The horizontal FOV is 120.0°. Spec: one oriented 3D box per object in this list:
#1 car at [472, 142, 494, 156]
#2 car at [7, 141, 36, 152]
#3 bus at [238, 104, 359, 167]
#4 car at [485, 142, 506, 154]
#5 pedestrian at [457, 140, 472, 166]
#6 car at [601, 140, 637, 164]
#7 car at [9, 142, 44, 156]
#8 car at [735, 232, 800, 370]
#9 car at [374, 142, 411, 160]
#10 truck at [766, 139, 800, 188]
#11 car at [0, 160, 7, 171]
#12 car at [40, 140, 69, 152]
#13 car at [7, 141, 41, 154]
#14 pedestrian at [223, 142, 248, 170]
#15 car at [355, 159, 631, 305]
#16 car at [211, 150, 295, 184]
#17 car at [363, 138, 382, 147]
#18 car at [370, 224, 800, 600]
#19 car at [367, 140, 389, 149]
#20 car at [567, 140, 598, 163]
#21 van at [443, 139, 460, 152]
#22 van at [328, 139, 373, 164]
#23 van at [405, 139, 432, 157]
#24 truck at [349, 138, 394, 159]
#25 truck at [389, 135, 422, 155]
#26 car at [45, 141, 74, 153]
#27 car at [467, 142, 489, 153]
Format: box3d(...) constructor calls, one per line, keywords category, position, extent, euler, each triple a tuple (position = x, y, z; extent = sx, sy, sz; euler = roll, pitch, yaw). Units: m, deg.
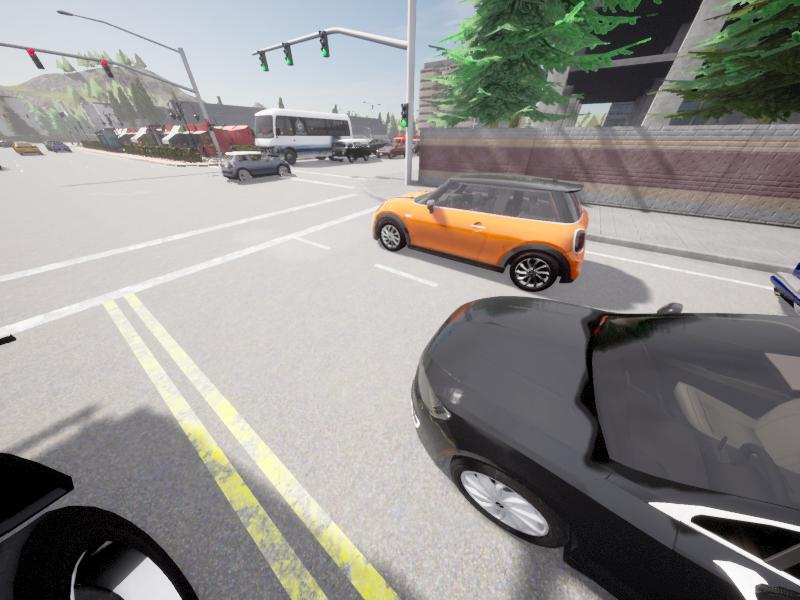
box3d(category="car", position=(12.944, -23.498, 35.873), extent=(1.851, 1.617, 3.988), euler=(22, 40, 28))
box3d(category="car", position=(-63.716, -25.849, 38.834), extent=(5.008, 1.535, 1.882), euler=(22, 41, 28))
box3d(category="bus", position=(-9.333, -16.574, 23.593), extent=(3.944, 4.253, 10.273), euler=(22, 41, 28))
box3d(category="car", position=(16.788, -26.671, 40.467), extent=(1.882, 1.535, 5.008), euler=(22, 41, 28))
box3d(category="pedestrian", position=(5.503, -12.594, 19.816), extent=(0.751, 1.860, 0.751), euler=(20, 40, 26))
box3d(category="car", position=(22.118, -15.101, 23.539), extent=(1.905, 1.878, 3.866), euler=(22, 41, 28))
box3d(category="car", position=(-52.588, -21.354, 32.530), extent=(5.008, 1.535, 1.882), euler=(22, 40, 27))
box3d(category="car", position=(7.250, 0.641, 1.931), extent=(4.718, 1.301, 1.895), euler=(22, 41, 28))
box3d(category="car", position=(-0.867, -19.117, 29.545), extent=(2.152, 1.651, 5.027), euler=(22, 40, 28))
box3d(category="truck", position=(22.655, -6.918, 11.473), extent=(2.615, 2.467, 5.204), euler=(22, 41, 28))
box3d(category="car", position=(-33.607, -11.124, 18.188), extent=(4.792, 1.488, 2.163), euler=(22, 41, 28))
box3d(category="car", position=(-61.058, -27.266, 40.786), extent=(4.856, 1.649, 2.033), euler=(22, 41, 28))
box3d(category="car", position=(-58.110, -23.554, 35.665), extent=(4.792, 1.488, 2.163), euler=(22, 41, 28))
box3d(category="pedestrian", position=(-12.959, -11.375, 18.233), extent=(0.751, 1.860, 0.751), euler=(14, 38, 19))
box3d(category="car", position=(1.515, -1.895, 5.059), extent=(4.553, 1.767, 2.097), euler=(22, 41, 28))
box3d(category="car", position=(-9.144, -8.574, 14.716), extent=(1.970, 1.475, 3.806), euler=(22, 41, 27))
box3d(category="car", position=(-6.952, -39.892, 58.600), extent=(4.605, 1.855, 1.932), euler=(22, 41, 28))
box3d(category="car", position=(2.365, 1.036, 1.164), extent=(4.892, 1.490, 1.837), euler=(22, 41, 28))
box3d(category="car", position=(-4.939, -35.050, 52.035), extent=(4.611, 1.667, 2.242), euler=(22, 41, 28))
box3d(category="car", position=(19.707, -16.079, 24.910), extent=(1.905, 1.878, 3.866), euler=(22, 41, 28))
box3d(category="van", position=(9.780, -29.346, 43.828), extent=(1.775, 1.987, 4.442), euler=(16, 38, 22))
box3d(category="van", position=(-5.049, -15.856, 24.523), extent=(2.069, 2.038, 4.480), euler=(19, 39, 24))
box3d(category="van", position=(2.682, -22.218, 33.656), extent=(1.775, 1.987, 4.442), euler=(22, 41, 28))
box3d(category="truck", position=(-3.669, -20.530, 31.118), extent=(2.390, 2.098, 6.274), euler=(22, 40, 28))
box3d(category="truck", position=(0.912, -24.496, 36.453), extent=(2.627, 2.467, 5.204), euler=(22, 41, 28))
box3d(category="car", position=(-55.707, -25.028, 37.779), extent=(4.193, 1.474, 1.816), euler=(22, 41, 28))
box3d(category="car", position=(14.587, -28.381, 42.901), extent=(2.128, 1.511, 4.902), euler=(22, 40, 28))
